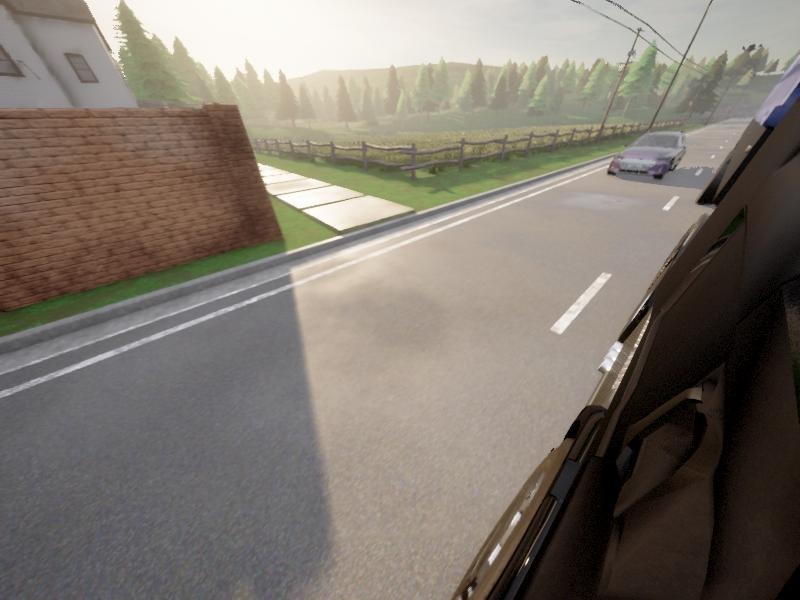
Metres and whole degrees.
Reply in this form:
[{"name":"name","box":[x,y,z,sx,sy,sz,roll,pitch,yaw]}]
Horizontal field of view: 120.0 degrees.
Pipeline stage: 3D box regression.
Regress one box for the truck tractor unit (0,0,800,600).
[{"name":"truck tractor unit","box":[2.645,-0.295,0.351,6.516,4.208,3.053,-28,44,-30]}]

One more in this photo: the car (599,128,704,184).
[{"name":"car","box":[11.468,-6.681,10.511,4.856,1.649,2.033,-28,44,-30]}]

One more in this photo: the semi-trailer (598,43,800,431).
[{"name":"semi-trailer","box":[8.693,-3.599,4.246,14.254,4.402,2.717,-28,44,-30]}]
